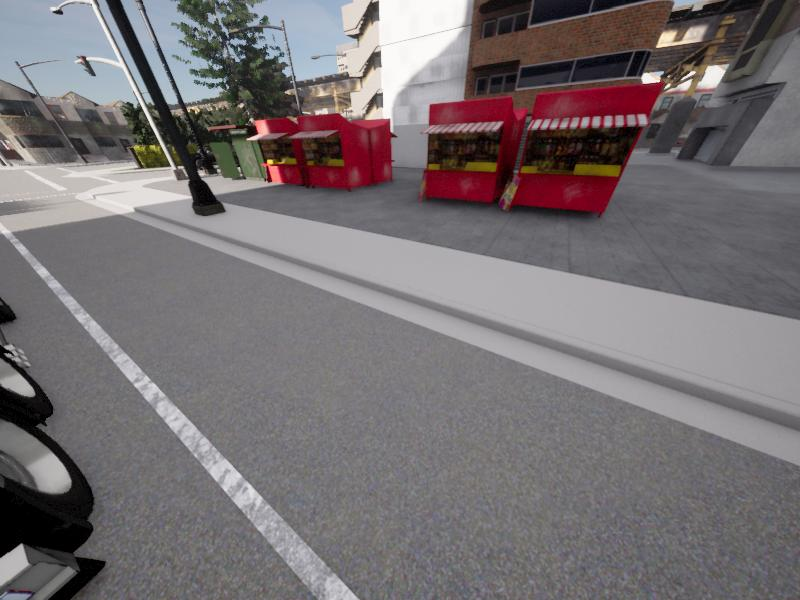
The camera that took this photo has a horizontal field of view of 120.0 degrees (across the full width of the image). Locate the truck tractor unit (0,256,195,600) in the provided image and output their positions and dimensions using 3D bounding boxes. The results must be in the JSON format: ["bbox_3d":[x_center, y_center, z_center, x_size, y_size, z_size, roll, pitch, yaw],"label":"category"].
[{"bbox_3d":[-5.095,-0.317,0.797,6.516,4.208,3.053,19,39,25],"label":"truck tractor unit"}]

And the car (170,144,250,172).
[{"bbox_3d":[-19.070,-14.630,23.634,2.150,2.045,5.566,18,39,26],"label":"car"}]
